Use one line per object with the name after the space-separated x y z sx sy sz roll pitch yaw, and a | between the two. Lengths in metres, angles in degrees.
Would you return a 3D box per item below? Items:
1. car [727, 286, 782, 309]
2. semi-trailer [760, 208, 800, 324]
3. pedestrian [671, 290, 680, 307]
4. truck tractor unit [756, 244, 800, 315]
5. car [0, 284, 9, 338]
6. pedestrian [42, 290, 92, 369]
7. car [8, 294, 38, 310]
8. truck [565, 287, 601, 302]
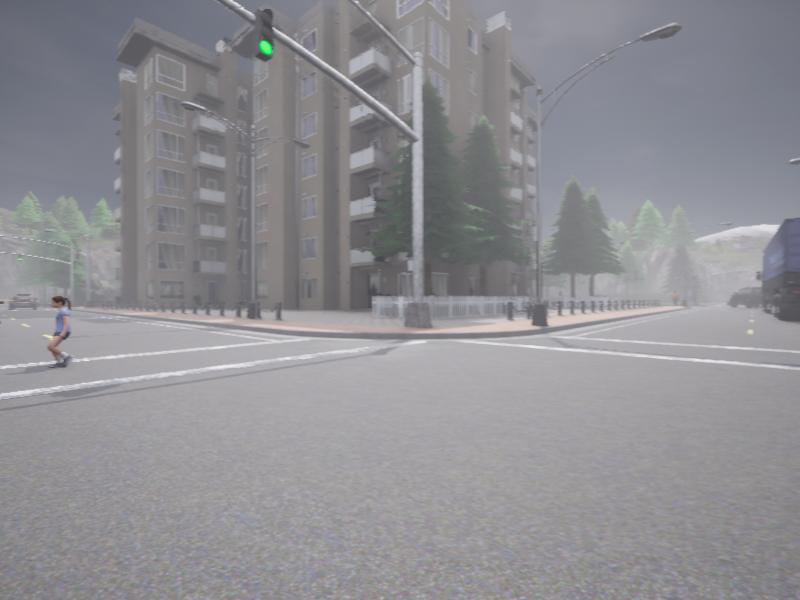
34.406 -0.215 39.014 2.150 2.045 5.566 0 0 20 | car
20.433 -1.308 20.174 2.717 4.402 14.254 0 0 40 | semi-trailer
31.014 -0.155 45.063 0.751 1.860 0.751 0 0 43 | pedestrian
25.502 -1.230 26.255 3.053 4.208 6.516 0 0 40 | truck tractor unit
-13.068 0.291 11.745 5.357 1.411 2.033 0 0 43 | car
-4.967 0.413 5.962 0.500 1.100 0.500 0 0 42 | pedestrian
-37.668 0.191 40.055 2.038 1.542 4.974 0 0 -41 | car
47.531 -1.312 103.913 8.468 3.827 2.891 0 0 27 | truck
